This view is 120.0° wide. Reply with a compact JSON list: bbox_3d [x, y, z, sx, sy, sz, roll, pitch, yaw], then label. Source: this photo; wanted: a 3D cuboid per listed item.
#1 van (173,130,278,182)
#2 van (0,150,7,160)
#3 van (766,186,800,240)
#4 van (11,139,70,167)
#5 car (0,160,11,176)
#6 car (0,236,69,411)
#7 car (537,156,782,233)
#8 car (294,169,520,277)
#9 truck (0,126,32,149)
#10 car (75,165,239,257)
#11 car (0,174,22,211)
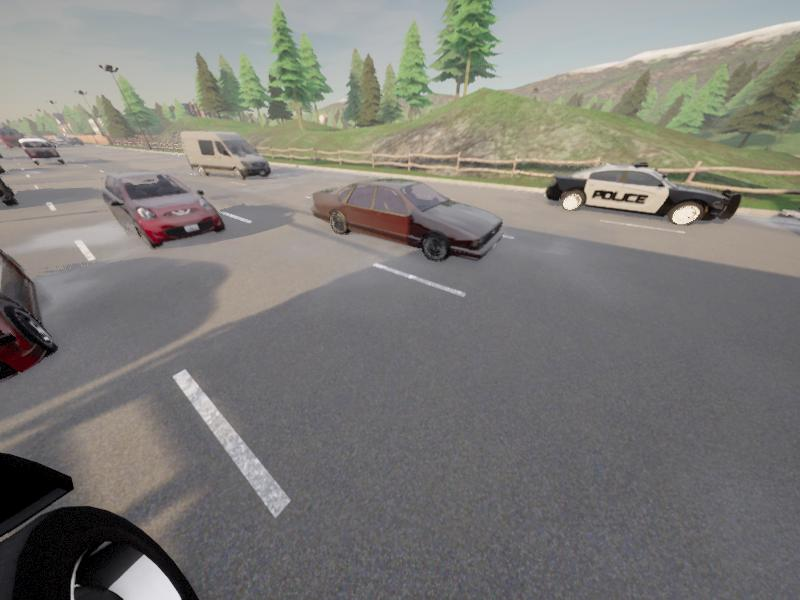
[{"bbox_3d":[-11.365,-9.482,15.150,5.915,2.561,1.988,15,37,20],"label":"van"},{"bbox_3d":[-48.024,-17.453,26.301,6.366,2.431,2.351,22,41,28],"label":"van"},{"bbox_3d":[14.104,-1.936,4.701,6.366,2.431,2.351,22,41,28],"label":"van"},{"bbox_3d":[-33.779,-13.929,21.738,4.480,2.038,2.069,22,40,28],"label":"van"},{"bbox_3d":[-29.765,-9.616,16.106,4.792,1.488,2.163,22,41,28],"label":"car"},{"bbox_3d":[-6.052,0.118,2.564,4.181,1.385,1.994,22,40,28],"label":"car"},{"bbox_3d":[8.248,-4.003,8.284,5.238,1.638,1.930,23,41,28],"label":"car"},{"bbox_3d":[-0.104,-2.390,6.130,5.357,1.411,2.033,22,40,28],"label":"car"},{"bbox_3d":[-84.248,-35.264,50.164,8.468,3.827,2.891,22,41,28],"label":"truck"},{"bbox_3d":[-6.540,-2.618,6.281,3.633,1.501,1.845,22,41,28],"label":"car"},{"bbox_3d":[-17.161,-4.533,8.843,5.027,1.651,2.152,22,41,28],"label":"car"}]
